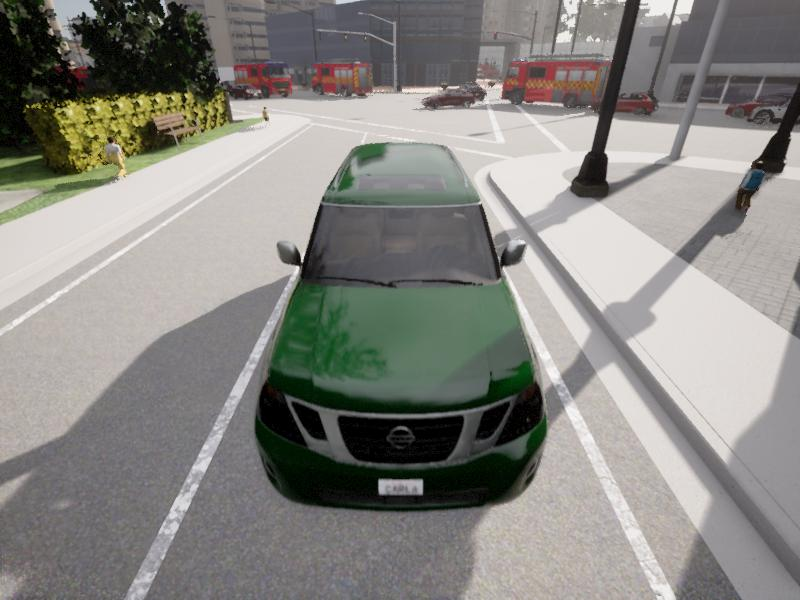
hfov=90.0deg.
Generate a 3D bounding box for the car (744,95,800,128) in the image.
[{"bbox_3d":[22.252,-10.652,22.573,1.970,1.475,3.806,-27,38,-37],"label":"car"}]

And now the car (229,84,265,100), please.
[{"bbox_3d":[-16.722,-22.738,43.679,1.970,1.475,3.806,-27,39,-37],"label":"car"}]

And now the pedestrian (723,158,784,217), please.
[{"bbox_3d":[7.569,-2.427,8.610,0.500,1.100,0.500,7,31,11],"label":"pedestrian"}]

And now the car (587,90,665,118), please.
[{"bbox_3d":[15.829,-13.855,28.186,1.816,1.474,4.193,-27,39,-37],"label":"car"}]

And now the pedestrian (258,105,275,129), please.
[{"bbox_3d":[-7.078,-9.685,21.167,0.500,1.100,0.500,8,31,13],"label":"pedestrian"}]

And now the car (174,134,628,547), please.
[{"bbox_3d":[0.010,-0.482,4.812,2.150,2.045,5.566,0,30,0],"label":"car"}]

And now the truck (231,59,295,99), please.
[{"bbox_3d":[-16.142,-25.924,46.867,2.891,3.827,8.468,-27,39,-38],"label":"truck"}]

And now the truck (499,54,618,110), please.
[{"bbox_3d":[13.174,-18.712,34.248,2.891,3.827,8.468,-26,39,-37],"label":"truck"}]

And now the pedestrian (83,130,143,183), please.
[{"bbox_3d":[-8.111,-4.081,11.377,0.751,1.300,0.751,2,30,4],"label":"pedestrian"}]

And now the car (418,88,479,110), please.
[{"bbox_3d":[3.975,-16.689,33.168,4.674,1.442,1.812,-13,31,-21],"label":"car"}]

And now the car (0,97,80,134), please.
[{"bbox_3d":[-20.841,-10.079,21.811,4.792,1.488,2.163,-26,39,-37],"label":"car"}]

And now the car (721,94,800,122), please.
[{"bbox_3d":[23.626,-12.394,25.707,1.994,1.385,4.181,-27,39,-38],"label":"car"}]

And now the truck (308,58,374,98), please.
[{"bbox_3d":[-7.039,-26.375,47.529,2.891,3.827,8.468,-27,39,-37],"label":"truck"}]

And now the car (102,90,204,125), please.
[{"bbox_3d":[-15.878,-12.582,25.957,5.027,1.651,2.152,-26,39,-37],"label":"car"}]

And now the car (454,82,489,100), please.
[{"bbox_3d":[7.569,-22.543,43.122,2.038,1.542,4.974,-5,30,-10],"label":"car"}]
